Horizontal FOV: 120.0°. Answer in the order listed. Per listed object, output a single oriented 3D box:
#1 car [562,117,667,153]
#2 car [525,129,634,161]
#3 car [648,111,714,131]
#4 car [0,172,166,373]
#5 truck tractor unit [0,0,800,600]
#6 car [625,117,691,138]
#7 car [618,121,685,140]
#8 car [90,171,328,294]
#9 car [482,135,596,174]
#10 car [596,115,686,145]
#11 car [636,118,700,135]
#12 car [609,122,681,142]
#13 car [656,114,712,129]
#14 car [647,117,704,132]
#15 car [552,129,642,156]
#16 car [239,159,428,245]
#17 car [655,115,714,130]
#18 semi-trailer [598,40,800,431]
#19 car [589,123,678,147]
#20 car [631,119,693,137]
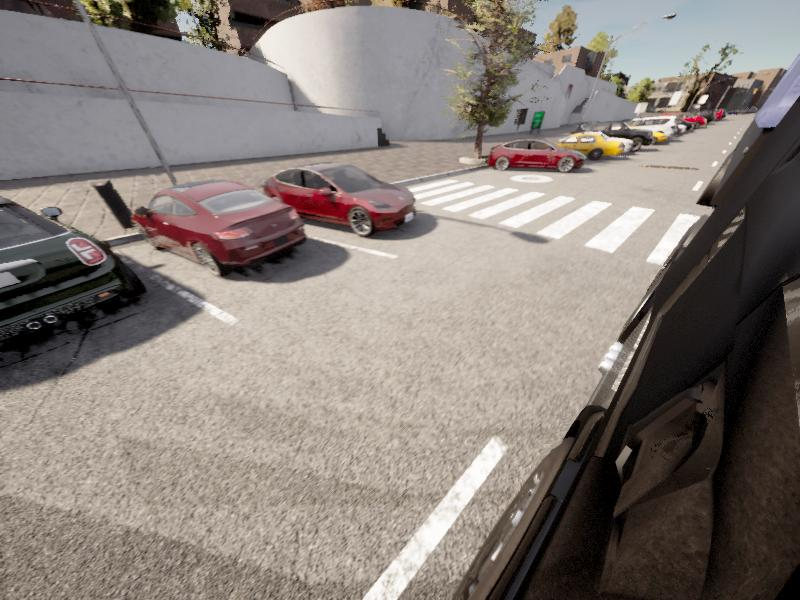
[{"bbox_3d":[16.528,-13.052,18.411,5.566,2.045,2.435,17,40,25],"label":"car"},{"bbox_3d":[11.746,-10.451,15.656,5.366,1.575,1.946,17,41,25],"label":"car"},{"bbox_3d":[41.809,-26.785,34.622,5.566,2.045,2.435,17,41,26],"label":"car"},{"bbox_3d":[-6.455,-0.742,3.544,4.553,1.767,2.185,17,41,25],"label":"car"},{"bbox_3d":[2.645,-0.295,0.351,6.516,4.208,3.053,-28,44,-30],"label":"truck tractor unit"},{"bbox_3d":[30.276,-20.417,27.384,4.553,1.767,2.185,17,41,26],"label":"car"},{"bbox_3d":[28.014,-19.024,26.002,4.674,1.452,2.002,17,41,25],"label":"car"},{"bbox_3d":[-4.187,-1.827,5.138,4.674,1.452,2.002,17,41,25],"label":"car"},{"bbox_3d":[7.336,-7.931,12.601,4.792,1.488,2.163,17,40,25],"label":"car"},{"bbox_3d":[23.372,-16.771,22.880,5.566,2.045,2.435,17,41,25],"label":"car"},{"bbox_3d":[34.908,-22.813,30.376,5.008,1.535,2.097,17,42,26],"label":"car"},{"bbox_3d":[25.683,-17.789,24.523,4.792,1.488,2.163,17,41,25],"label":"car"},{"bbox_3d":[46.226,-29.144,37.792,5.366,1.575,1.946,17,42,26],"label":"car"},{"bbox_3d":[39.527,-25.303,33.320,4.792,1.488,2.163,17,41,26],"label":"car"},{"bbox_3d":[14.209,-11.599,17.102,4.674,1.452,2.002,17,40,25],"label":"car"},{"bbox_3d":[-1.861,-3.053,6.622,4.792,1.488,2.163,17,40,25],"label":"car"},{"bbox_3d":[44.255,-27.799,36.167,5.366,1.575,1.946,17,41,26],"label":"car"},{"bbox_3d":[8.701,-3.597,4.235,14.254,4.402,2.717,-28,44,-30],"label":"semi-trailer"},{"bbox_3d":[21.270,-15.279,21.458,5.366,1.575,1.946,17,41,25],"label":"car"},{"bbox_3d":[32.607,-21.530,28.939,4.674,1.452,2.002,17,41,26],"label":"car"}]
